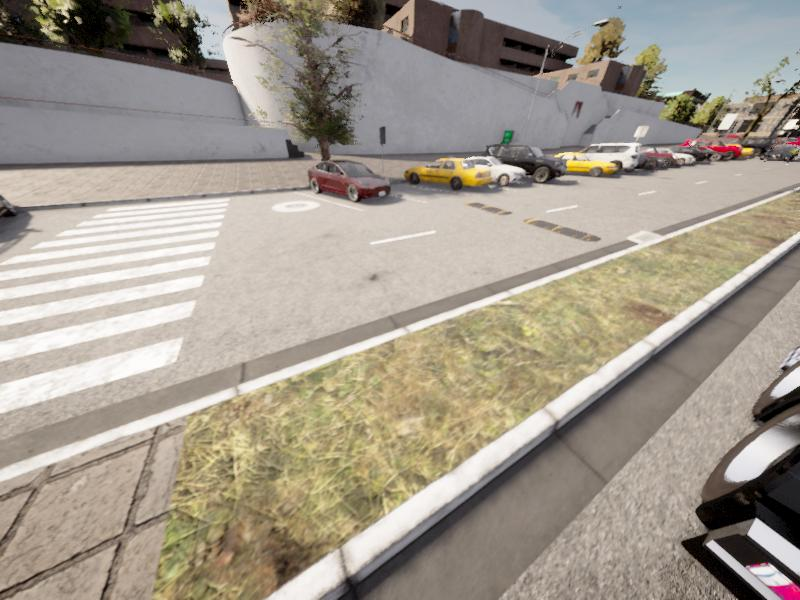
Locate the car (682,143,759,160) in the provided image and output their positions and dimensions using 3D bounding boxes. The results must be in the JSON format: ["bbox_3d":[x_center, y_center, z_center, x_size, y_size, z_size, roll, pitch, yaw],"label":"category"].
[{"bbox_3d":[40.096,-18.790,29.170,5.366,1.575,1.946,27,43,34],"label":"car"}]

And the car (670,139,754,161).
[{"bbox_3d":[37.322,-18.228,27.991,5.566,2.045,2.435,27,43,34],"label":"car"}]

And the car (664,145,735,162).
[{"bbox_3d":[34.670,-17.169,27.019,4.792,1.488,2.163,27,43,34],"label":"car"}]

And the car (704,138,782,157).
[{"bbox_3d":[47.890,-21.535,32.539,5.566,2.045,2.435,27,43,34],"label":"car"}]

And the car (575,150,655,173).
[{"bbox_3d":[18.685,-12.239,20.262,4.792,1.488,2.163,27,43,34],"label":"car"}]

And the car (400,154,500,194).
[{"bbox_3d":[2.626,-7.499,13.454,5.366,1.575,1.946,27,43,34],"label":"car"}]

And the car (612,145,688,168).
[{"bbox_3d":[24.001,-14.010,22.450,4.553,1.767,2.185,27,43,34],"label":"car"}]

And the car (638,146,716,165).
[{"bbox_3d":[29.338,-15.541,24.756,5.008,1.535,2.097,27,44,34],"label":"car"}]

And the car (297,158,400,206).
[{"bbox_3d":[-2.523,-5.814,11.050,4.792,1.488,2.163,27,42,34],"label":"car"}]

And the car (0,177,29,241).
[{"bbox_3d":[-13.144,-2.656,6.430,4.792,1.488,2.163,27,42,34],"label":"car"}]

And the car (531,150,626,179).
[{"bbox_3d":[13.533,-10.564,17.849,5.366,1.575,1.946,27,42,34],"label":"car"}]

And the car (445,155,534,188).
[{"bbox_3d":[5.423,-8.194,14.535,4.674,1.452,2.002,27,42,34],"label":"car"}]

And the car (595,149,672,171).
[{"bbox_3d":[21.372,-13.039,21.398,4.674,1.452,2.002,27,43,34],"label":"car"}]

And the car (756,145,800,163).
[{"bbox_3d":[42.458,-16.313,25.668,4.892,1.490,1.837,-17,38,-22],"label":"car"}]

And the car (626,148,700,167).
[{"bbox_3d":[26.680,-14.687,23.658,4.674,1.452,2.002,27,43,34],"label":"car"}]

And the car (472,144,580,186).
[{"bbox_3d":[8.107,-9.219,15.507,5.566,2.045,2.435,27,42,34],"label":"car"}]

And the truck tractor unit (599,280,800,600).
[{"bbox_3d":[5.135,-0.277,0.742,6.516,4.208,3.053,-17,39,-23],"label":"truck tractor unit"}]

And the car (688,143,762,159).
[{"bbox_3d":[42.470,-19.748,30.505,5.366,1.575,1.946,27,43,34],"label":"car"}]

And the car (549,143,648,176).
[{"bbox_3d":[16.029,-11.656,18.966,5.566,2.045,2.435,27,43,34],"label":"car"}]
